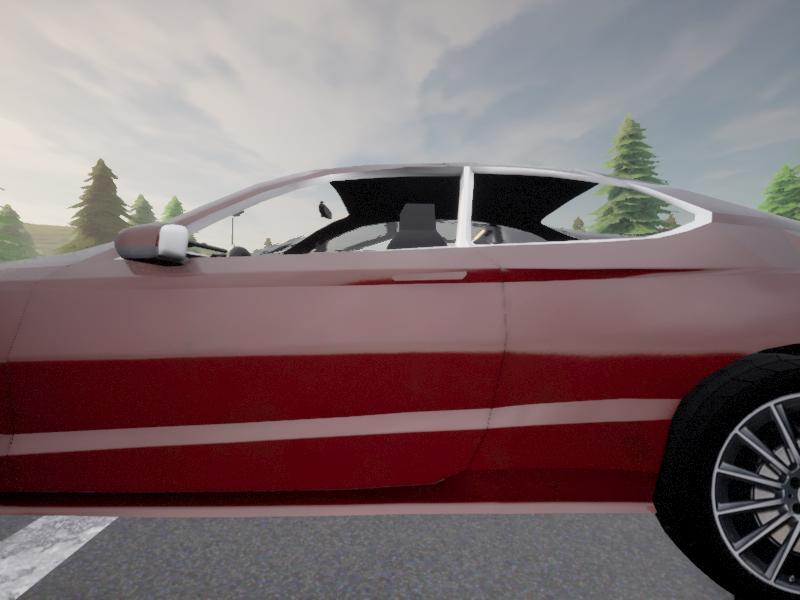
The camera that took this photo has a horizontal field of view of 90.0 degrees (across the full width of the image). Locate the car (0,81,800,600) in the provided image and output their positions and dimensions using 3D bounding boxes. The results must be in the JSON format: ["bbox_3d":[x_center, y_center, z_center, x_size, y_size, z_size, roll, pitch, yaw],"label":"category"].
[{"bbox_3d":[-0.220,0.181,2.288,5.027,1.651,2.152,0,0,1],"label":"car"}]

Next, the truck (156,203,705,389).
[{"bbox_3d":[0.332,-0.056,5.778,6.274,2.098,2.390,0,0,1],"label":"truck"}]
